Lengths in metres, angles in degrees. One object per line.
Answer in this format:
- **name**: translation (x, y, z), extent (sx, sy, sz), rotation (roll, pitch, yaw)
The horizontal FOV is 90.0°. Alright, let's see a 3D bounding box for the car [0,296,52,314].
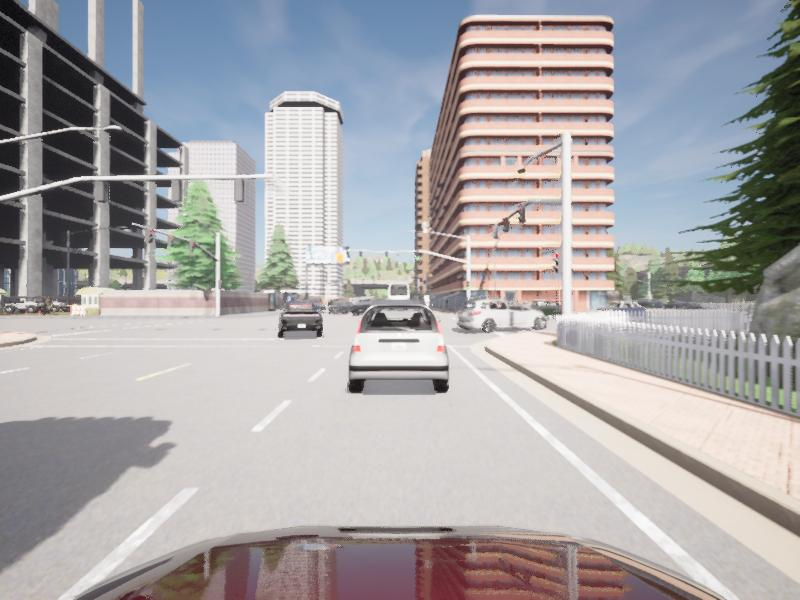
- **car**: translation (-41.054, 0.529, 43.975), extent (3.866, 1.878, 1.905), rotation (0, 0, 0)

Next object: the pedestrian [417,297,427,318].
- **pedestrian**: translation (2.056, 0.695, 37.446), extent (0.751, 1.860, 0.751), rotation (0, 0, -18)

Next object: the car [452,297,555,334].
- **car**: translation (5.297, 0.747, 20.628), extent (4.611, 1.667, 2.242), rotation (-1, -1, -20)

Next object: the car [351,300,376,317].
- **car**: translation (-3.782, 0.838, 41.949), extent (1.930, 1.638, 5.238), rotation (0, 0, 3)

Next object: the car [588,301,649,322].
- **car**: translation (16.400, 0.845, 30.050), extent (3.806, 1.475, 1.970), rotation (0, 0, -21)

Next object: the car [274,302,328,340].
- **car**: translation (-4.752, 0.850, 18.786), extent (2.128, 1.511, 4.902), rotation (0, 0, -17)

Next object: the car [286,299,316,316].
- **car**: translation (-10.632, 0.764, 43.162), extent (2.097, 1.767, 4.553), rotation (0, 0, 0)

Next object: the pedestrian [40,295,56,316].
- **pedestrian**: translation (-32.125, 0.490, 36.523), extent (0.751, 1.860, 0.751), rotation (0, 0, 11)

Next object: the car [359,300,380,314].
- **car**: translation (-3.663, 0.836, 49.148), extent (2.242, 1.667, 4.611), rotation (0, 0, 0)

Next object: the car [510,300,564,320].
- **car**: translation (11.059, 0.811, 32.309), extent (3.705, 1.549, 1.789), rotation (0, 0, -12)

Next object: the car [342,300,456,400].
- **car**: translation (-0.024, 0.802, 8.454), extent (1.851, 1.617, 3.988), rotation (0, 0, 0)

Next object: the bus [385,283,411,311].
- **bus**: translation (-0.319, -0.433, 65.501), extent (3.944, 4.253, 10.273), rotation (0, -1, 0)

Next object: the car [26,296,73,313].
- **car**: translation (-41.067, 0.534, 46.916), extent (3.866, 1.878, 1.905), rotation (0, 0, 0)

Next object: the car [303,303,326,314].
- **car**: translation (-10.653, 1.025, 50.164), extent (1.895, 1.301, 4.718), rotation (0, 0, 0)

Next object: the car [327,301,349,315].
- **car**: translation (-7.140, 0.920, 46.664), extent (1.837, 1.490, 4.892), rotation (0, 0, 0)
